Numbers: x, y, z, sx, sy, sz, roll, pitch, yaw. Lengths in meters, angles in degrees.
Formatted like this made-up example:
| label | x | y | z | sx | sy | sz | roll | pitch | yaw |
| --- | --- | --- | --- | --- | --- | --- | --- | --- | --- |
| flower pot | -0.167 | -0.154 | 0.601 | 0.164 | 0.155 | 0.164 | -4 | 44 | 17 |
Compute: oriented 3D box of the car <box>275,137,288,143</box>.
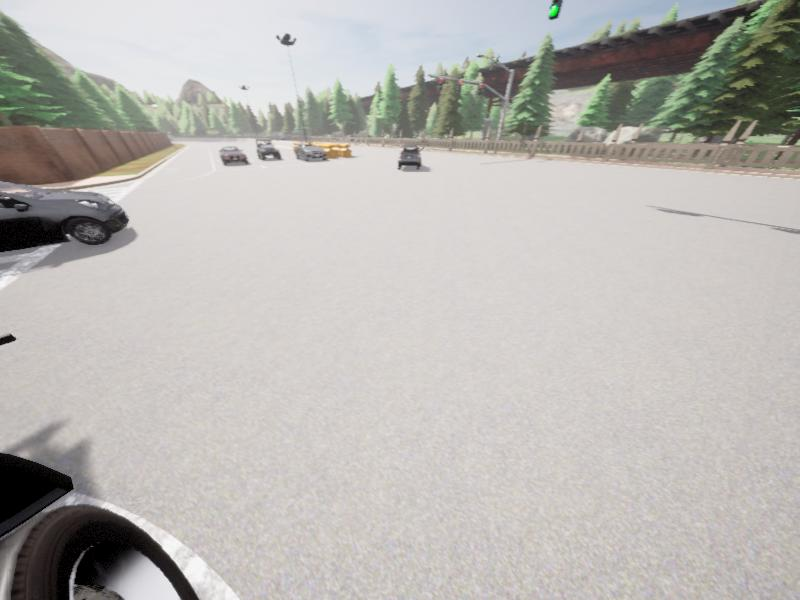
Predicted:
| label | x | y | z | sx | sy | sz | roll | pitch | yaw |
| --- | --- | --- | --- | --- | --- | --- | --- | --- | --- |
| car | -39.771 | -53.931 | 77.704 | 4.892 | 1.490 | 1.837 | 30 | 45 | 35 |

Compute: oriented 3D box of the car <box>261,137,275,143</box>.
| label | x | y | z | sx | sy | sz | roll | pitch | yaw |
| --- | --- | --- | --- | --- | --- | --- | --- | --- | --- |
| car | -44.246 | -53.695 | 77.320 | 4.974 | 1.542 | 2.038 | 27 | 44 | 33 |

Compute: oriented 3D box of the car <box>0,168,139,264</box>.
| label | x | y | z | sx | sy | sz | roll | pitch | yaw |
| --- | --- | --- | --- | --- | --- | --- | --- | --- | --- |
| car | -8.892 | -1.886 | 5.191 | 3.633 | 1.501 | 1.845 | -26 | 43 | -31 |

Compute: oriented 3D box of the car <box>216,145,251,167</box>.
| label | x | y | z | sx | sy | sz | roll | pitch | yaw |
| --- | --- | --- | --- | --- | --- | --- | --- | --- | --- |
| car | -15.400 | -13.338 | 21.278 | 1.994 | 1.385 | 4.181 | -22 | 41 | -27 |

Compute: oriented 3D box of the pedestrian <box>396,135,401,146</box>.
| label | x | y | z | sx | sy | sz | roll | pitch | yaw |
| --- | --- | --- | --- | --- | --- | --- | --- | --- | --- |
| pedestrian | -0.229 | -32.086 | 46.553 | 0.751 | 1.860 | 0.751 | -21 | 41 | -26 |

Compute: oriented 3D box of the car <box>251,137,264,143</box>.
| label | x | y | z | sx | sy | sz | roll | pitch | yaw |
| --- | --- | --- | --- | --- | --- | --- | --- | --- | --- |
| car | -46.224 | -51.892 | 74.986 | 3.806 | 1.475 | 1.970 | 27 | 44 | 33 |

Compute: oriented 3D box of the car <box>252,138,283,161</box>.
| label | x | y | z | sx | sy | sz | roll | pitch | yaw |
| --- | --- | --- | --- | --- | --- | --- | --- | --- | --- |
| car | -14.255 | -16.190 | 24.793 | 1.905 | 1.878 | 3.866 | -22 | 41 | -27 |

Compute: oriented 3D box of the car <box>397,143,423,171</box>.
| label | x | y | z | sx | sy | sz | roll | pitch | yaw |
| --- | --- | --- | --- | --- | --- | --- | --- | --- | --- |
| car | 0.785 | -11.619 | 18.614 | 1.851 | 1.617 | 3.988 | 2 | 36 | 2 |

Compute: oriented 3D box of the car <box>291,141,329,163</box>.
| label | x | y | z | sx | sy | sz | roll | pitch | yaw |
| --- | --- | --- | --- | --- | --- | --- | --- | --- | --- |
| car | -9.511 | -15.665 | 24.270 | 2.152 | 1.651 | 5.027 | -22 | 41 | -27 |
